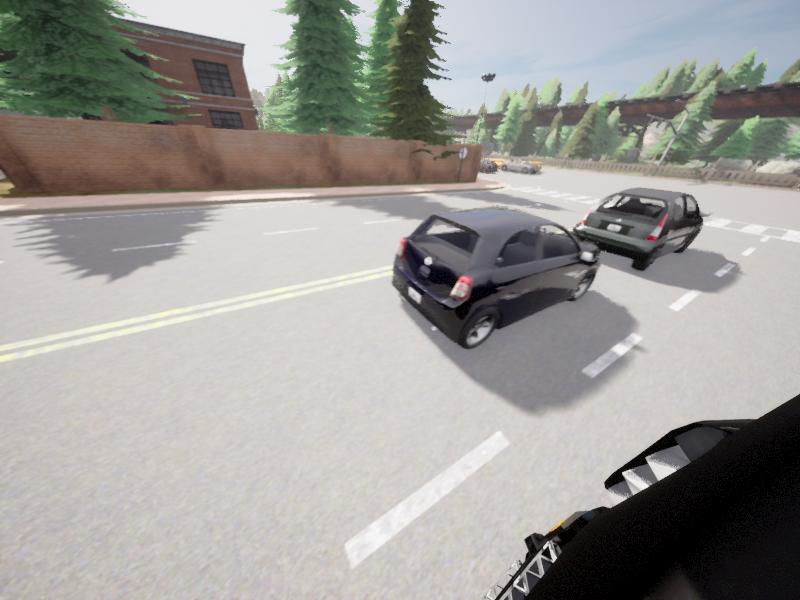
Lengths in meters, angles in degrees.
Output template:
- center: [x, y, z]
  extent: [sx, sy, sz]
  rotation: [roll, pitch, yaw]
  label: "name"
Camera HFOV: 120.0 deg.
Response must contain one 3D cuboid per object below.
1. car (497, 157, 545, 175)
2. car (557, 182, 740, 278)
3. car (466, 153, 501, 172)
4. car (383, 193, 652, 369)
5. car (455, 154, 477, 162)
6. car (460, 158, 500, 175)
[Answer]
- center: [15.889, -17.845, 30.707]
  extent: [2.152, 1.651, 5.027]
  rotation: [-16, 38, -26]
  label: "car"
- center: [6.610, -2.110, 6.223]
  extent: [3.988, 1.617, 1.851]
  rotation: [-16, 38, -26]
  label: "car"
- center: [11.253, -18.710, 31.407]
  extent: [1.905, 1.878, 3.866]
  rotation: [-16, 38, -26]
  label: "car"
- center: [1.771, -0.704, 3.791]
  extent: [3.633, 1.501, 1.845]
  rotation: [-16, 38, -26]
  label: "car"
- center: [15.553, -33.662, 54.692]
  extent: [1.837, 1.490, 4.892]
  rotation: [-16, 38, -26]
  label: "car"
- center: [9.600, -16.252, 28.039]
  extent: [1.994, 1.385, 4.181]
  rotation: [-16, 38, -26]
  label: "car"
